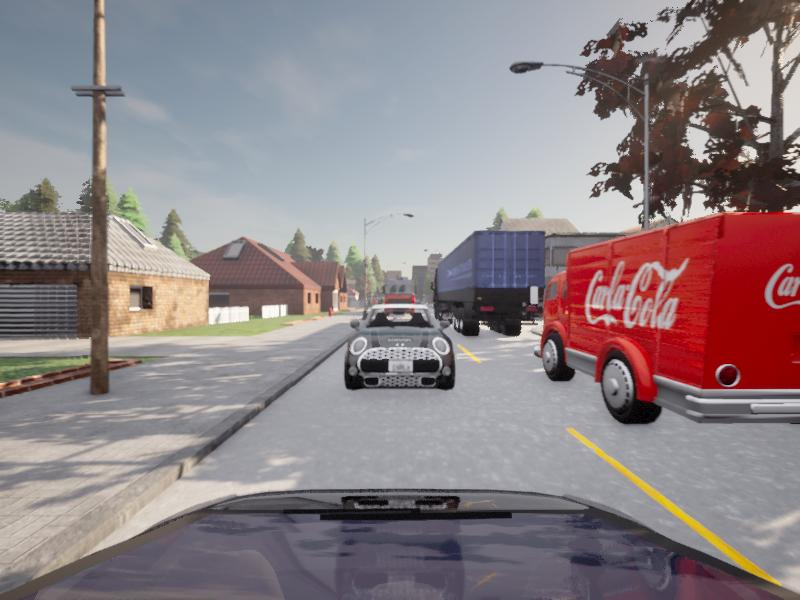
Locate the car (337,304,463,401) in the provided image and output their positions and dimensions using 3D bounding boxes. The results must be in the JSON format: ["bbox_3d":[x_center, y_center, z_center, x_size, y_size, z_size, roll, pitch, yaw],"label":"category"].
[{"bbox_3d":[-0.003,0.839,8.173,1.970,1.475,3.806,0,0,0],"label":"car"}]

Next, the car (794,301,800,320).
[{"bbox_3d":[32.800,0.796,29.886,4.892,1.490,1.837,0,0,0],"label":"car"}]

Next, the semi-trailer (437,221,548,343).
[{"bbox_3d":[3.996,-0.653,21.587,2.717,4.402,14.254,0,0,0],"label":"semi-trailer"}]

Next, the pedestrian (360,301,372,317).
[{"bbox_3d":[-2.785,0.761,32.792,0.751,1.300,0.751,0,0,34],"label":"pedestrian"}]

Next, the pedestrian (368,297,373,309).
[{"bbox_3d":[-4.707,0.433,63.327,0.751,1.860,0.751,0,0,-2],"label":"pedestrian"}]

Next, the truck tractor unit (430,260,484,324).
[{"bbox_3d":[3.980,-0.568,29.499,3.053,4.208,6.516,0,0,0],"label":"truck tractor unit"}]

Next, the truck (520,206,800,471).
[{"bbox_3d":[4.001,0.348,6.329,2.627,2.467,5.204,0,0,0],"label":"truck"}]

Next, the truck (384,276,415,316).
[{"bbox_3d":[-0.026,-0.389,41.777,2.891,3.827,8.468,0,0,0],"label":"truck"}]

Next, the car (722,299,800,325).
[{"bbox_3d":[23.945,0.736,25.714,4.856,1.649,2.033,0,0,-2],"label":"car"}]
